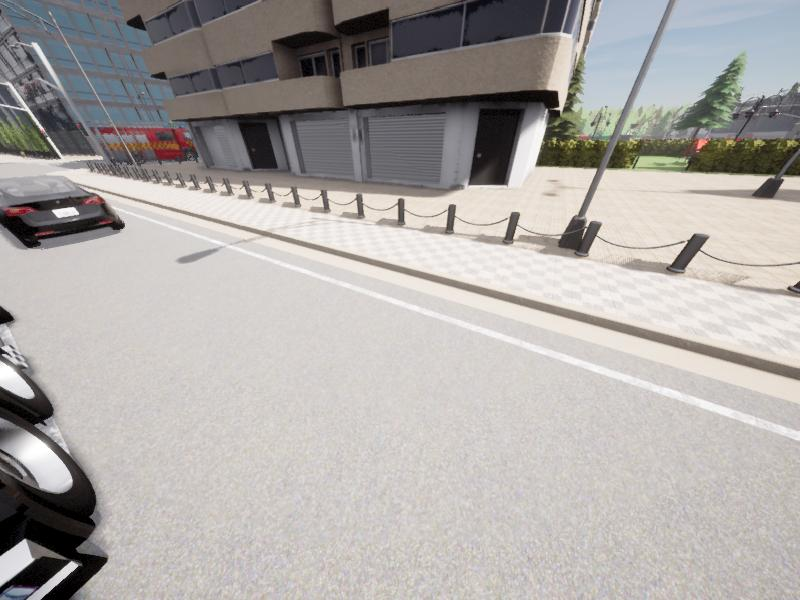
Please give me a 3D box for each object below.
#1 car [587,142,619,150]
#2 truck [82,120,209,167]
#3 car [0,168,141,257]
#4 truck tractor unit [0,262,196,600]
[{"bbox_3d":[47.119,-35.878,53.775,5.366,1.575,1.801,18,39,24],"label":"car"},{"bbox_3d":[-28.017,-17.762,26.270,2.891,3.827,8.468,18,39,25],"label":"truck"},{"bbox_3d":[-10.573,-2.863,6.894,4.792,1.488,2.163,18,39,24],"label":"car"},{"bbox_3d":[-5.107,-0.304,0.786,6.516,4.208,3.053,18,39,24],"label":"truck tractor unit"}]
